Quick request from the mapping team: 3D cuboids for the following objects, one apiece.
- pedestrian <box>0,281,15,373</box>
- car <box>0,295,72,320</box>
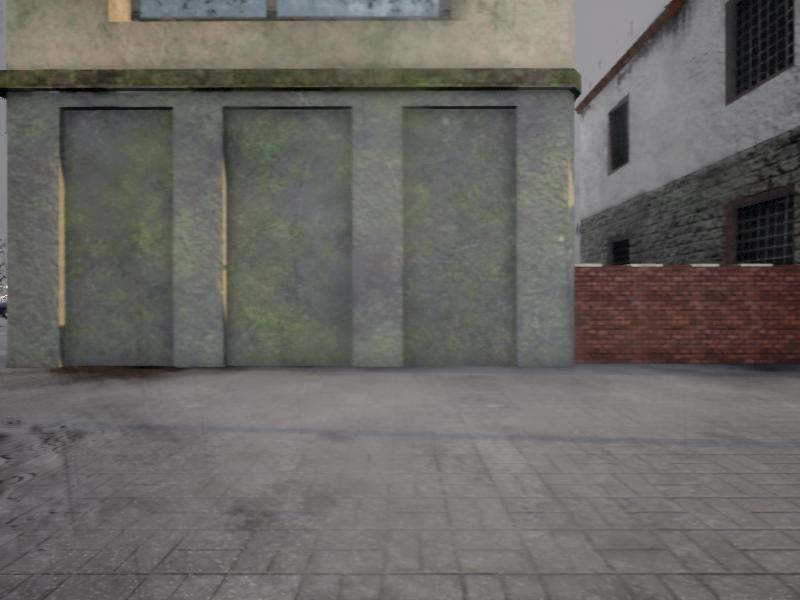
[{"bbox_3d":[-5.031,0.322,4.715,0.500,1.100,0.500,0,0,0],"label":"pedestrian"},{"bbox_3d":[-21.864,0.378,23.113,1.895,1.301,4.718,0,0,0],"label":"car"}]
